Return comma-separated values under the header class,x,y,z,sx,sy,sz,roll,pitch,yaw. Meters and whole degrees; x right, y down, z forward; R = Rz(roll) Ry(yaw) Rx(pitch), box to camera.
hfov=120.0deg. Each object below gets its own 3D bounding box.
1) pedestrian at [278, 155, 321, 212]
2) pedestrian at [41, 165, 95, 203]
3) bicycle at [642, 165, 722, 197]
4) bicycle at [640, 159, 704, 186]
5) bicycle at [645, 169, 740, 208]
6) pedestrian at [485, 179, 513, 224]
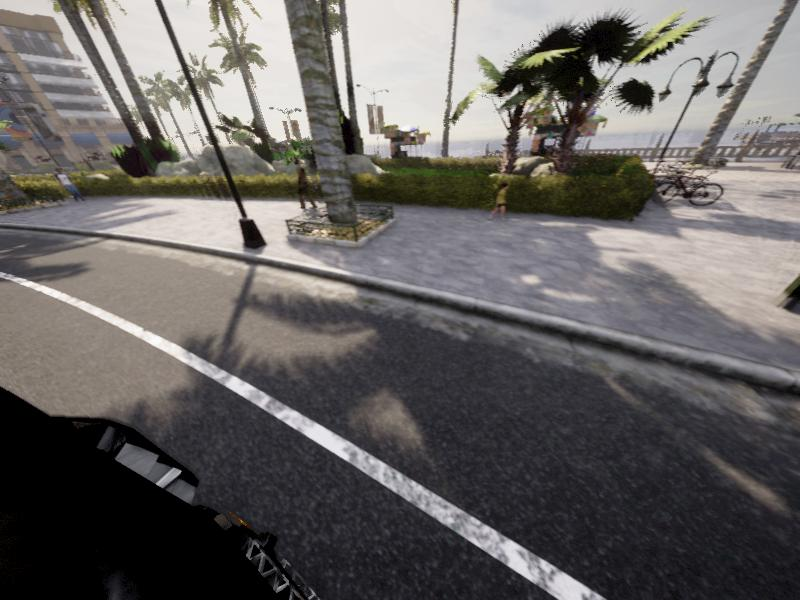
class,x,y,z,sx,sy,sz,roll,pitch,yaw
pedestrian,-3.767,-4.421,8.833,0.751,1.860,0.751,9,35,17
pedestrian,-18.931,-6.626,13.221,0.751,1.860,0.751,8,35,16
bicycle,10.724,-4.602,8.889,1.643,1.024,0.373,22,41,32
bicycle,12.605,-5.972,10.810,1.643,1.024,0.373,22,41,32
bicycle,9.469,-3.689,7.608,1.643,1.024,0.373,22,41,32
pedestrian,2.863,-2.864,6.711,0.500,1.100,0.500,15,38,24
